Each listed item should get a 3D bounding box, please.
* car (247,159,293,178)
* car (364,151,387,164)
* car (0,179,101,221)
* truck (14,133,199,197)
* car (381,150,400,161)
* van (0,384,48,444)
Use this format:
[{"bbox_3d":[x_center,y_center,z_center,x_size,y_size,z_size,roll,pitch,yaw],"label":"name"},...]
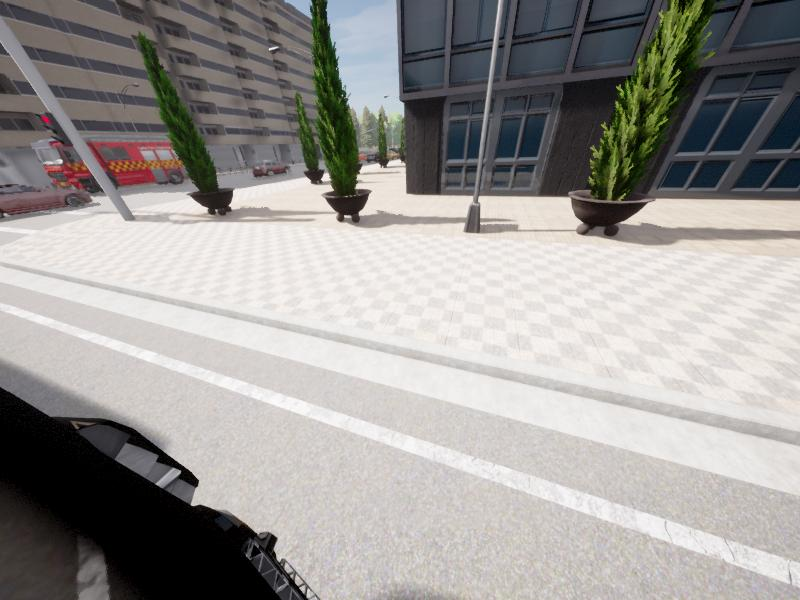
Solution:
[{"bbox_3d":[-13.786,-14.163,24.846,1.970,1.475,3.806,9,35,17],"label":"car"},{"bbox_3d":[-4.025,-24.214,39.156,2.007,1.525,4.514,9,35,17],"label":"car"},{"bbox_3d":[-19.268,-5.200,11.904,1.994,1.385,4.181,12,37,20],"label":"car"},{"bbox_3d":[-23.211,-11.556,19.533,2.891,3.827,8.468,9,35,17],"label":"truck"},{"bbox_3d":[-1.701,-28.041,44.680,1.801,1.575,5.366,9,35,17],"label":"car"},{"bbox_3d":[-6.108,0.532,1.813,4.442,1.987,1.775,9,35,17],"label":"van"}]
